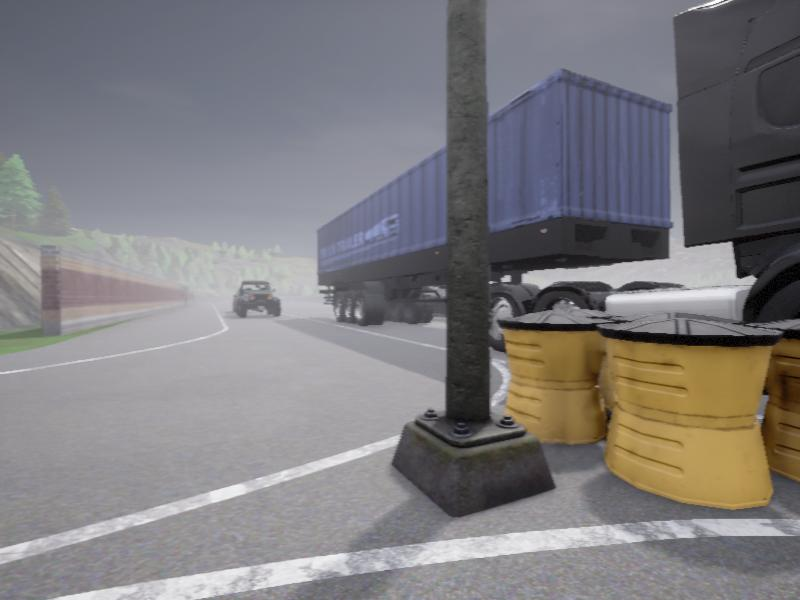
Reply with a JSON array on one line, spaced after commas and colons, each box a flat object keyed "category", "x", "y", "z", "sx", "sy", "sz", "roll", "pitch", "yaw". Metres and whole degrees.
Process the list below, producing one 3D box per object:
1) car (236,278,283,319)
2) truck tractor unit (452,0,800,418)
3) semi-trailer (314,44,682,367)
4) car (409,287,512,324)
[{"category": "car", "x": -7.356, "y": -0.098, "z": 20.693, "sx": 1.905, "sy": 1.878, "sz": 3.866, "roll": -1, "pitch": 1, "yaw": -25}, {"category": "truck tractor unit", "x": 3.790, "y": -1.200, "z": 5.344, "sx": 3.053, "sy": 4.208, "sz": 6.516, "roll": -1, "pitch": 1, "yaw": -25}, {"category": "semi-trailer", "x": 0.388, "y": -1.337, "z": 12.492, "sx": 2.717, "sy": 4.402, "sz": 14.254, "roll": -1, "pitch": 1, "yaw": -25}, {"category": "car", "x": 2.303, "y": 0.179, "z": 16.672, "sx": 1.895, "sy": 1.301, "sz": 4.718, "roll": -1, "pitch": 1, "yaw": -25}]
